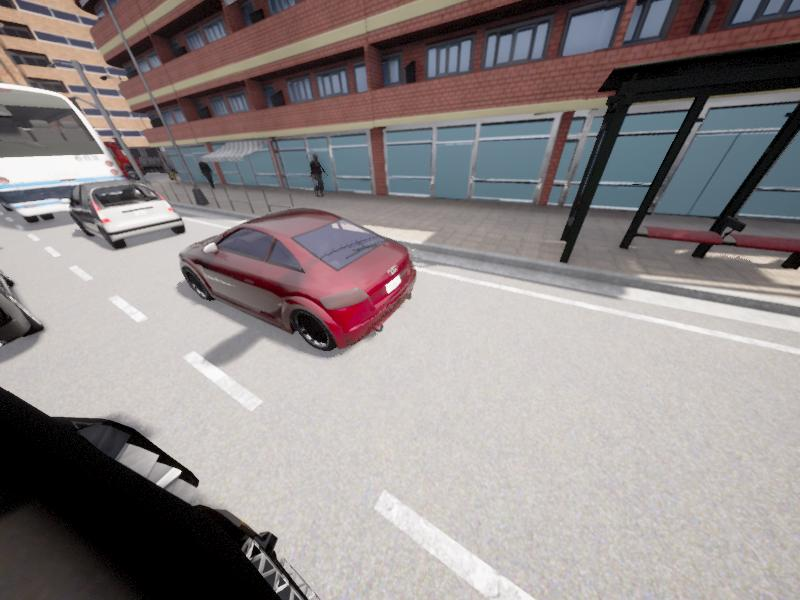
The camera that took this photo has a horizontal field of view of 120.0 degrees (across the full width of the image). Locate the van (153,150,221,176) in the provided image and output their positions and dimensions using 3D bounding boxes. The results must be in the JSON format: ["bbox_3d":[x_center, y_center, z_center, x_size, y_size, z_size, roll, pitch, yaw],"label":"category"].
[{"bbox_3d":[-28.303,-18.552,31.128,1.988,2.561,5.915,16,38,26],"label":"van"}]

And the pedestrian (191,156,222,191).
[{"bbox_3d":[-12.128,-7.944,14.526,0.751,1.860,0.751,-27,41,-32],"label":"pedestrian"}]

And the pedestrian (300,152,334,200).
[{"bbox_3d":[-3.770,-5.699,10.628,0.751,1.860,0.751,15,38,25],"label":"pedestrian"}]

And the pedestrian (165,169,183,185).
[{"bbox_3d":[-17.948,-9.760,18.331,0.500,1.100,0.500,19,39,28],"label":"pedestrian"}]

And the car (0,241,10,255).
[{"bbox_3d":[-13.695,-2.051,6.313,4.611,1.667,2.242,16,38,26],"label":"car"}]

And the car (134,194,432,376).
[{"bbox_3d":[-1.830,-0.724,3.830,4.181,1.385,1.994,16,38,25],"label":"car"}]

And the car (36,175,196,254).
[{"bbox_3d":[-8.857,-2.864,7.271,3.988,1.617,1.851,16,38,26],"label":"car"}]

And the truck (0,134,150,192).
[{"bbox_3d":[-29.514,-12.978,21.726,2.891,3.827,8.468,-6,34,-5],"label":"truck"}]

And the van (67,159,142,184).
[{"bbox_3d":[-32.461,-14.323,25.582,1.775,1.987,4.442,17,38,26],"label":"van"}]

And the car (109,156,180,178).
[{"bbox_3d":[-33.134,-17.438,30.223,2.150,2.045,5.566,16,38,25],"label":"car"}]

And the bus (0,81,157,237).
[{"bbox_3d":[-16.832,-6.195,10.386,10.273,4.253,3.944,16,38,26],"label":"bus"}]

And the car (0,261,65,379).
[{"bbox_3d":[-7.309,-0.175,3.122,5.238,1.638,1.930,16,38,26],"label":"car"}]

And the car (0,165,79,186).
[{"bbox_3d":[-42.047,-14.566,26.892,4.856,1.649,2.033,-19,39,-24],"label":"car"}]
